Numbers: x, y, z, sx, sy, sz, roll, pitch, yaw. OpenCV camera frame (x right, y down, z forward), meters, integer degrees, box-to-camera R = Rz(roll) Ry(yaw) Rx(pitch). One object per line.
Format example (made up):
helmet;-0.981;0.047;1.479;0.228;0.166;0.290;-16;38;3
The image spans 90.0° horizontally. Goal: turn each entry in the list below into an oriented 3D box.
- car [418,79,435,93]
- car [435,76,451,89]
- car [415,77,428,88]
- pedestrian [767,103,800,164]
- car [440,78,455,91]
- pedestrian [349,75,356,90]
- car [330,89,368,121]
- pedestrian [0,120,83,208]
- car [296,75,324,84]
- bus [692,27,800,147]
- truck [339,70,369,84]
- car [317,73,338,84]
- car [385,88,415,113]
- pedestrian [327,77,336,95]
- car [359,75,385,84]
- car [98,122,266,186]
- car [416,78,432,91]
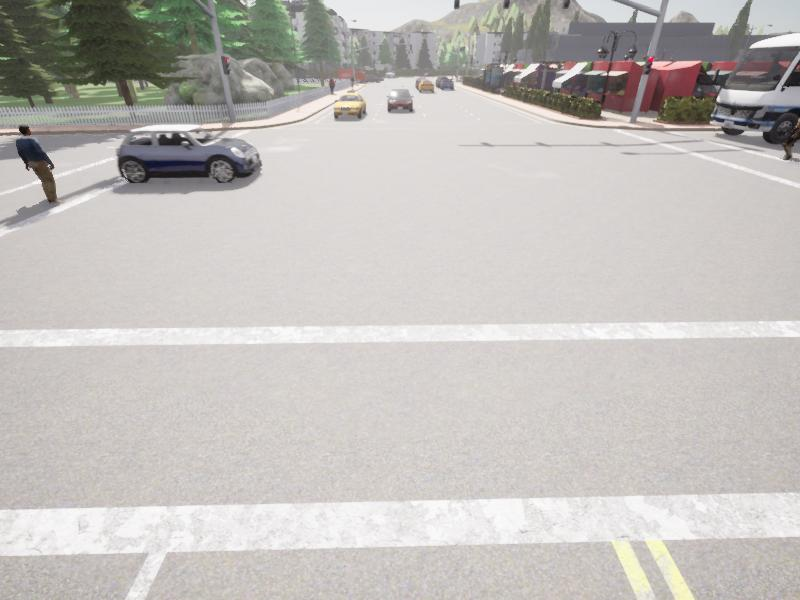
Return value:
car;3.551;-28.939;54.060;1.882;1.535;5.008;0;30;0
car;7.011;-35.413;65.059;2.033;1.649;4.856;0;30;0
car;3.511;-35.775;65.767;1.882;1.535;5.008;0;30;0
pedestrian;13.968;-5.830;14.008;0.751;1.860;0.751;-6;31;-11
car;7.011;-32.053;59.455;1.816;1.474;4.193;0;30;0
pedestrian;-6.535;-29.950;55.120;0.751;1.860;0.751;0;30;1
car;-3.448;-13.694;27.906;1.801;1.575;5.366;1;30;1
pedestrian;-8.601;-3.239;9.571;0.751;1.860;0.751;3;30;5
car;-17.961;-44.106;80.070;4.892;1.490;1.837;1;30;1
bus;20.117;-9.386;17.770;10.273;4.253;3.944;0;30;0
truck;-9.197;-44.340;79.508;5.204;2.467;2.627;7;31;12
car;-14.909;-45.990;82.933;3.866;1.878;1.905;1;30;1
car;0.007;-15.980;31.920;2.163;1.488;4.792;0;30;0
pedestrian;-7.744;-24.353;45.536;0.751;1.860;0.751;0;30;0
car;-5.844;-46.077;83.505;4.902;1.511;2.128;-10;32;-16
car;-6.366;-4.502;12.195;3.806;1.475;1.970;-1;30;-2
car;3.522;-32.303;59.877;2.163;1.488;4.792;0;30;0
